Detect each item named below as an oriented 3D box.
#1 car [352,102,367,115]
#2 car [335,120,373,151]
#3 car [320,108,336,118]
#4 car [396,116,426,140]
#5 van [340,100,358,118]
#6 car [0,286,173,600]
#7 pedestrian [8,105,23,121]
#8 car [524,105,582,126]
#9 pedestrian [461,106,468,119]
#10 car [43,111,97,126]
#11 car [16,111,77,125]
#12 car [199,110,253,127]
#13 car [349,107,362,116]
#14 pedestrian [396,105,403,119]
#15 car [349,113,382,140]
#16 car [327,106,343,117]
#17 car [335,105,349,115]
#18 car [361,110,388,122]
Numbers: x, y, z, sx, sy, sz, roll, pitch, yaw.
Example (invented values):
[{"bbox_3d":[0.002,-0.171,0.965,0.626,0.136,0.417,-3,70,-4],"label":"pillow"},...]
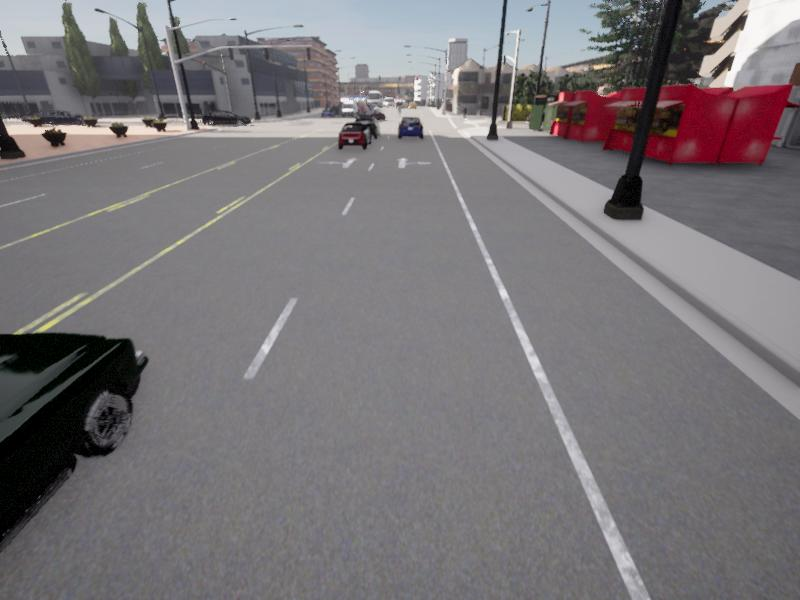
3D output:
[{"bbox_3d":[-8.003,-38.005,79.281,2.150,2.045,5.566,1,28,2],"label":"car"},{"bbox_3d":[-2.846,-10.573,25.569,1.816,1.474,4.193,1,27,2],"label":"car"},{"bbox_3d":[-11.950,-31.161,66.535,1.816,1.474,4.193,1,27,2],"label":"car"},{"bbox_3d":[0.859,-13.564,31.422,2.163,1.488,4.792,1,27,2],"label":"car"},{"bbox_3d":[-8.419,-31.918,66.853,1.988,2.561,5.915,1,27,2],"label":"van"},{"bbox_3d":[-3.639,1.519,2.244,1.895,1.301,4.718,1,27,2],"label":"car"},{"bbox_3d":[-50.580,-24.631,52.642,0.751,1.860,0.751,14,30,26],"label":"pedestrian"},{"bbox_3d":[17.437,-21.161,45.866,5.566,2.045,2.150,1,26,2],"label":"car"},{"bbox_3d":[9.817,-28.400,60.596,0.751,1.860,0.751,-3,26,-5],"label":"pedestrian"},{"bbox_3d":[-36.806,-20.284,44.705,4.193,1.474,1.816,1,26,2],"label":"car"},{"bbox_3d":[-42.398,-21.910,48.071,5.357,1.411,2.033,2,26,4],"label":"car"},{"bbox_3d":[-19.158,-20.066,44.229,5.008,1.535,1.882,0,27,-2],"label":"car"},{"bbox_3d":[-8.129,-34.667,73.493,1.812,1.442,4.674,1,27,2],"label":"car"},{"bbox_3d":[-0.042,-29.423,62.619,0.751,1.860,0.751,-18,32,-32],"label":"pedestrian"},{"bbox_3d":[-2.624,-13.771,31.658,1.930,1.638,5.238,1,27,2],"label":"car"},{"bbox_3d":[-11.728,-34.375,72.718,1.930,1.638,5.238,1,27,2],"label":"car"},{"bbox_3d":[-11.520,-37.688,79.227,1.882,1.535,5.008,1,28,2],"label":"car"},{"bbox_3d":[-3.466,-25.201,54.758,1.994,1.385,4.181,10,28,20],"label":"car"}]
